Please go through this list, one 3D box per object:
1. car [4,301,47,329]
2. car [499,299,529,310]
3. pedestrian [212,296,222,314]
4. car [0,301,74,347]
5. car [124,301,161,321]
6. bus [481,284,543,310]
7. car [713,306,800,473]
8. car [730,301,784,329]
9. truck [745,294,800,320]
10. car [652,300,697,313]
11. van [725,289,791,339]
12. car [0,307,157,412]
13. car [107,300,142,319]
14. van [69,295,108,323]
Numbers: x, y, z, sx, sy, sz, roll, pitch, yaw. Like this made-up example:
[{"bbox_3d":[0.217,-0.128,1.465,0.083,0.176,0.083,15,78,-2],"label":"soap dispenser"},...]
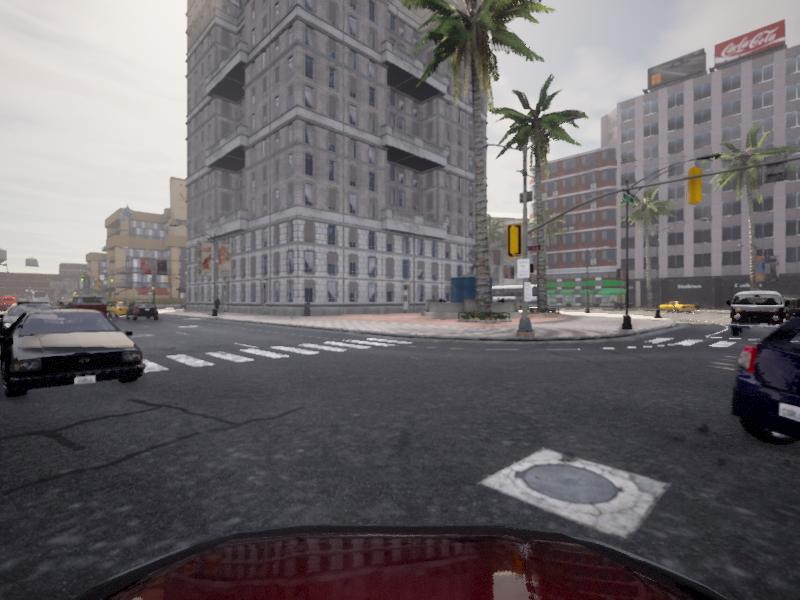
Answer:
[{"bbox_3d":[-23.190,0.824,24.732,1.801,1.575,5.366,0,0,-44],"label":"car"},{"bbox_3d":[19.489,0.695,68.495,1.932,1.855,4.605,0,0,-41],"label":"car"},{"bbox_3d":[-19.508,0.519,42.615,0.751,1.860,0.751,0,0,-40],"label":"pedestrian"},{"bbox_3d":[-14.701,0.849,16.047,2.038,1.542,4.974,0,-1,-44],"label":"car"},{"bbox_3d":[-20.917,0.842,32.420,1.789,1.549,3.705,0,0,-44],"label":"car"},{"bbox_3d":[20.150,-0.495,72.768,3.944,4.253,10.273,0,0,-44],"label":"bus"},{"bbox_3d":[5.448,0.826,3.711,3.633,1.501,1.845,0,0,0],"label":"car"},{"bbox_3d":[21.505,0.837,24.247,1.845,1.501,3.633,0,0,32],"label":"car"},{"bbox_3d":[32.903,0.557,34.228,2.390,2.098,6.274,0,0,13],"label":"truck"},{"bbox_3d":[35.258,0.827,51.536,1.801,1.575,5.366,0,0,-5],"label":"car"},{"bbox_3d":[16.516,0.583,18.436,2.069,2.038,4.480,0,0,44],"label":"van"},{"bbox_3d":[-7.006,0.901,8.331,5.357,1.411,2.033,0,0,44],"label":"car"},{"bbox_3d":[-25.844,0.834,37.442,1.801,1.575,5.366,0,0,-45],"label":"car"},{"bbox_3d":[-23.262,0.625,29.816,1.775,1.987,4.442,0,0,-44],"label":"van"}]
